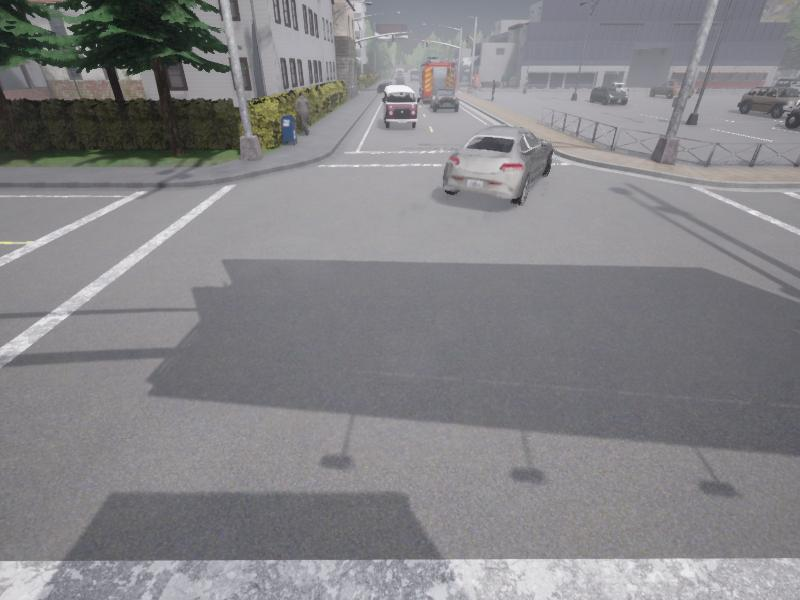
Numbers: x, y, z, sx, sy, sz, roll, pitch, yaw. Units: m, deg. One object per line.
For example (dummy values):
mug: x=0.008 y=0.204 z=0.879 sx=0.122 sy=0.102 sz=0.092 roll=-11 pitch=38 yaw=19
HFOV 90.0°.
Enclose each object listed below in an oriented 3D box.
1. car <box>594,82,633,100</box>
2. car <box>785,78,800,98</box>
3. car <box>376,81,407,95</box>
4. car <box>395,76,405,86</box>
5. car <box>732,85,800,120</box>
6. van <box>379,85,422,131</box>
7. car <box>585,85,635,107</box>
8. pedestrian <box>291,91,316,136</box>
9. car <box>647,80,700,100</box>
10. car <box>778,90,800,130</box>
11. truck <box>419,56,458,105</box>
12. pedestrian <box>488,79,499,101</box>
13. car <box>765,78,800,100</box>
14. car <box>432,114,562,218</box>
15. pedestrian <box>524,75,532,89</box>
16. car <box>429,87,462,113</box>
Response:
car: x=22.562 y=-22.177 z=42.369 sx=1.970 sy=1.475 sz=3.806 roll=0 pitch=30 yaw=0
car: x=44.677 y=-22.693 z=42.986 sx=1.932 sy=1.855 sz=4.605 roll=0 pitch=30 yaw=0
car: x=-1.143 y=-27.045 z=51.014 sx=1.994 sy=1.385 sz=4.181 roll=-19 pitch=34 yaw=-29
car: x=0.000 y=-40.260 z=73.484 sx=1.837 sy=1.490 sz=4.892 roll=0 pitch=30 yaw=0
car: x=25.885 y=-13.696 z=27.575 sx=1.932 sy=1.855 sz=4.605 roll=0 pitch=30 yaw=0
van: x=-0.056 y=-11.213 z=23.201 sx=2.069 sy=2.038 sz=4.480 roll=-2 pitch=30 yaw=-4
car: x=18.918 y=-18.561 z=36.306 sx=2.007 sy=1.523 sz=4.514 roll=0 pitch=30 yaw=0
pedestrian: x=-4.543 y=-8.822 z=18.933 sx=0.751 sy=1.860 sz=0.751 roll=-14 pitch=33 yaw=-23
car: x=28.979 y=-22.416 z=42.623 sx=2.152 sy=1.636 sz=5.027 roll=0 pitch=30 yaw=0
car: x=22.619 y=-9.742 z=20.763 sx=1.905 sy=1.878 sz=3.866 roll=0 pitch=30 yaw=0
truck: x=3.501 y=-21.375 z=38.836 sx=2.891 sy=3.827 sz=8.468 roll=0 pitch=30 yaw=0
pedestrian: x=9.004 y=-20.284 z=38.671 sx=0.751 sy=1.860 sz=0.751 roll=1 pitch=30 yaw=3
car: x=41.773 y=-22.499 z=42.613 sx=1.905 sy=1.878 sz=3.866 roll=0 pitch=30 yaw=0
car: x=2.955 y=-4.093 z=11.478 sx=2.152 sy=1.651 sz=5.027 roll=15 pitch=35 yaw=23
pedestrian: x=19.826 y=-33.793 z=62.054 sx=0.751 sy=1.860 sz=0.751 roll=1 pitch=30 yaw=1
car: x=3.494 y=-15.889 z=31.714 sx=2.038 sy=1.542 sz=4.974 roll=0 pitch=30 yaw=0
